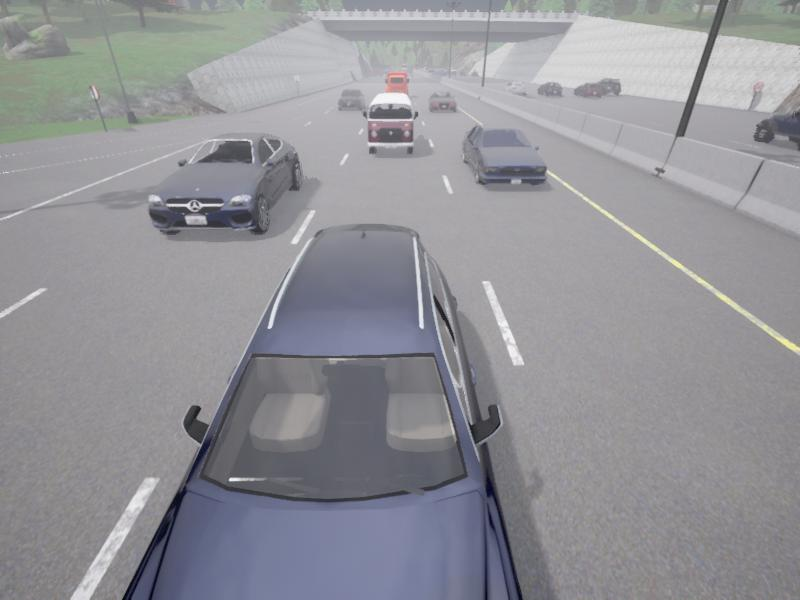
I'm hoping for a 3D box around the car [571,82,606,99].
[{"bbox_3d":[20.696,-23.165,44.140,1.816,1.474,4.193,0,30,0],"label":"car"}]

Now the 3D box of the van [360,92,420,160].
[{"bbox_3d":[-0.337,-7.230,16.343,2.069,2.038,4.480,0,30,0],"label":"van"}]

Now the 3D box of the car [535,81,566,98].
[{"bbox_3d":[17.200,-24.215,45.936,1.816,1.474,4.193,0,30,0],"label":"car"}]

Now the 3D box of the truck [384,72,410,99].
[{"bbox_3d":[-0.301,-23.724,44.113,2.627,2.467,5.204,0,30,0],"label":"truck"}]

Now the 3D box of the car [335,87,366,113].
[{"bbox_3d":[-3.817,-15.942,31.779,1.837,1.490,4.892,0,30,0],"label":"car"}]

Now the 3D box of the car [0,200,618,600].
[{"bbox_3d":[-0.362,0.701,3.204,2.033,1.649,4.856,0,30,0],"label":"car"}]

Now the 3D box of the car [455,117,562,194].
[{"bbox_3d":[3.155,-4.877,12.956,2.033,1.411,5.357,0,30,0],"label":"car"}]

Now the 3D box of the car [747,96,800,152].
[{"bbox_3d":[17.164,-7.277,16.565,1.905,1.878,3.866,0,30,0],"label":"car"}]

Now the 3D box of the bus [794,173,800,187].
[{"bbox_3d":[13.530,-2.602,6.237,3.944,4.253,10.273,0,30,0],"label":"bus"}]

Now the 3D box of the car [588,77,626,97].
[{"bbox_3d":[24.201,-25.097,47.047,1.932,1.855,4.605,0,31,0],"label":"car"}]

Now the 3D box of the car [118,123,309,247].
[{"bbox_3d":[-3.845,-3.025,9.564,2.152,1.651,5.027,0,30,0],"label":"car"}]

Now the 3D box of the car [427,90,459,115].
[{"bbox_3d":[3.180,-15.108,30.473,1.994,1.385,4.181,0,30,0],"label":"car"}]

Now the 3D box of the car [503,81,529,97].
[{"bbox_3d":[13.704,-25.144,47.555,1.812,1.442,4.674,0,31,0],"label":"car"}]
